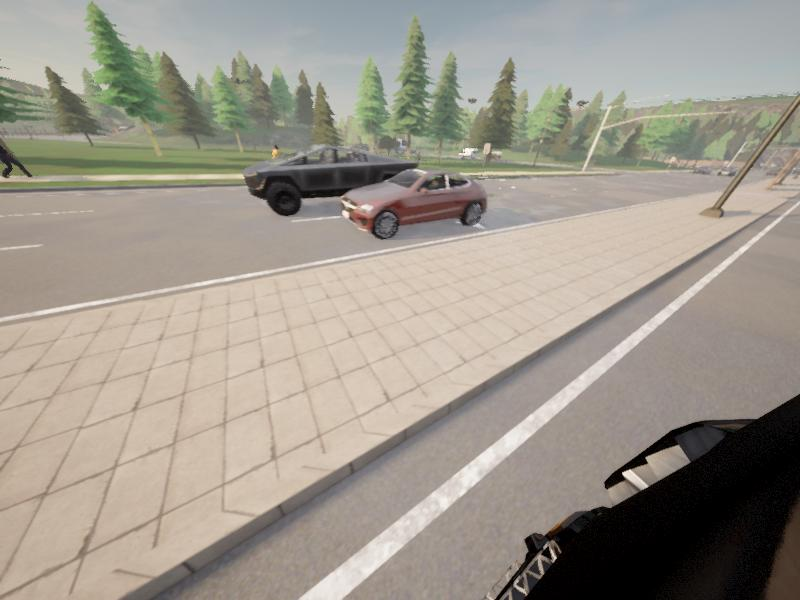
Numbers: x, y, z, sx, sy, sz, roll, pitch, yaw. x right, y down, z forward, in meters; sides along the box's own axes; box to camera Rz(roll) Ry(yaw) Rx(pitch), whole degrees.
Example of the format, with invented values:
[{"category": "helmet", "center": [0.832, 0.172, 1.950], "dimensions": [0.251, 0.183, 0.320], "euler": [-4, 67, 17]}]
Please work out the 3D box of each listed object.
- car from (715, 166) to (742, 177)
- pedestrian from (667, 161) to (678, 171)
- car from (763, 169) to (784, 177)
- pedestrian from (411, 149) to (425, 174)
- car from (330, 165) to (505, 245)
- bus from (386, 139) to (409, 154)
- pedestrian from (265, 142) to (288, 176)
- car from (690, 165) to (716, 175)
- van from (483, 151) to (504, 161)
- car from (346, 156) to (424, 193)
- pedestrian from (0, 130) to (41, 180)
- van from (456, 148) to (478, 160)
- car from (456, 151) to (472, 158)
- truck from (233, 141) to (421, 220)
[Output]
[{"category": "car", "center": [66.454, -25.986, 46.699], "dimensions": [4.856, 1.649, 2.033], "euler": [-17, 39, -27]}, {"category": "pedestrian", "center": [62.137, -30.583, 52.720], "dimensions": [0.751, 1.860, 0.751], "euler": [-18, 39, -28]}, {"category": "car", "center": [90.762, -30.834, 56.114], "dimensions": [4.181, 1.385, 1.994], "euler": [-16, 38, -27]}, {"category": "pedestrian", "center": [1.578, -12.246, 20.466], "dimensions": [0.751, 1.860, 0.751], "euler": [-18, 39, -28]}, {"category": "car", "center": [0.636, -3.313, 7.502], "dimensions": [5.027, 1.651, 2.152], "euler": [-17, 38, -27]}, {"category": "bus", "center": [-1.010, -58.031, 87.216], "dimensions": [3.944, 4.253, 10.273], "euler": [-16, 38, -26]}, {"category": "pedestrian", "center": [-8.067, -9.215, 15.159], "dimensions": [0.751, 1.860, 0.751], "euler": [-25, 43, -35]}, {"category": "car", "center": [64.197, -27.517, 48.912], "dimensions": [4.974, 1.542, 2.038], "euler": [-17, 38, -27]}, {"category": "van", "center": [25.310, -39.005, 62.671], "dimensions": [2.069, 2.038, 4.480], "euler": [-16, 37, -27]}, {"category": "car", "center": [-0.854, -7.389, 13.526], "dimensions": [3.988, 1.617, 1.851], "euler": [-17, 38, -27]}, {"category": "pedestrian", "center": [-17.480, -6.421, 10.227], "dimensions": [0.751, 1.860, 0.751], "euler": [-17, 38, -27]}, {"category": "van", "center": [18.971, -41.631, 65.645], "dimensions": [1.988, 2.561, 5.915], "euler": [-16, 38, -26]}, {"category": "car", "center": [20.723, -47.167, 74.952], "dimensions": [1.930, 1.638, 5.238], "euler": [-16, 38, -26]}, {"category": "truck", "center": [-2.500, -4.838, 9.119], "dimensions": [6.274, 2.098, 2.390], "euler": [-17, 38, -27]}]
